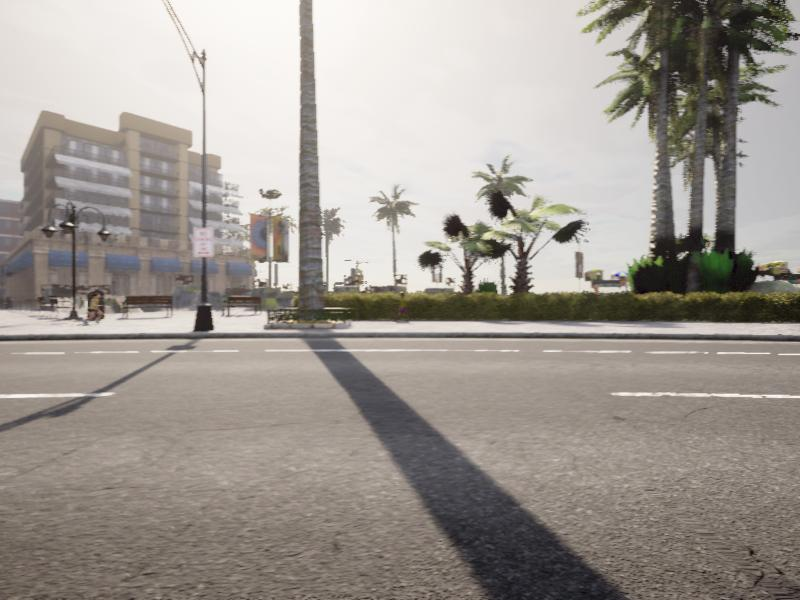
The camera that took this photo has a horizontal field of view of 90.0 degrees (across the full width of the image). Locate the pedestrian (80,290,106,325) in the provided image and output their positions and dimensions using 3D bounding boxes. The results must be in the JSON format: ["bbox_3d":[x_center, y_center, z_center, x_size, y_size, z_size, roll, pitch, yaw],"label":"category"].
[{"bbox_3d":[-10.073,0.239,13.142,0.500,1.100,0.500,0,0,-11],"label":"pedestrian"}]

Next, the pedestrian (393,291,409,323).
[{"bbox_3d":[0.047,0.240,14.313,0.500,1.100,0.500,0,0,7],"label":"pedestrian"}]
